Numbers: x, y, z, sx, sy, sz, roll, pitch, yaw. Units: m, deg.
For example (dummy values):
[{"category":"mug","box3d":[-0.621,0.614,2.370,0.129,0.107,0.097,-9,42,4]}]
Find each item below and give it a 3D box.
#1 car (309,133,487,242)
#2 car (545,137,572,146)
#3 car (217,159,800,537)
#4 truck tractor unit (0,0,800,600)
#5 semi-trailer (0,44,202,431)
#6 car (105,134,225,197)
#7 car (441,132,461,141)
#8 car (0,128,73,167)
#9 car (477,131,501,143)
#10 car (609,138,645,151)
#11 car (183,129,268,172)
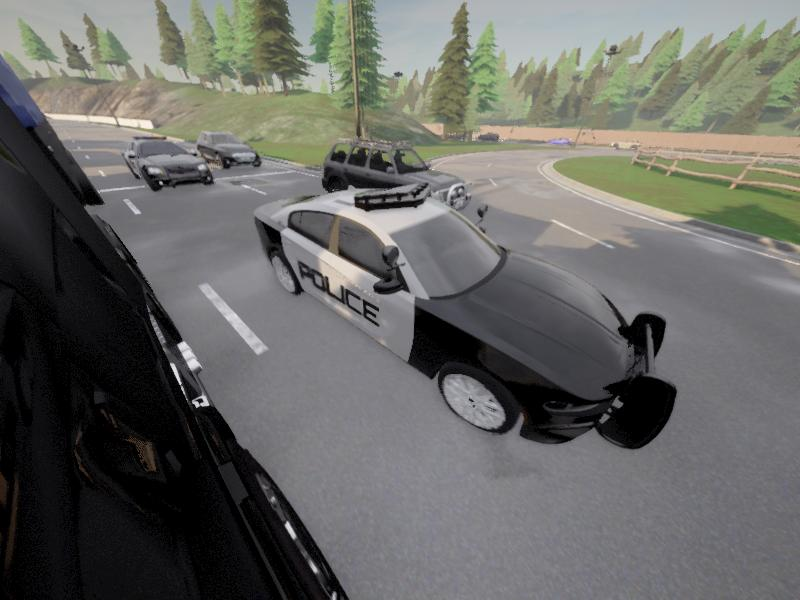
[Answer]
[{"category":"car","box3d":[-0.282,-3.549,6.761,4.605,1.855,1.932,28,44,28]},{"category":"car","box3d":[35.027,-35.073,51.089,4.514,1.525,2.007,28,44,30]},{"category":"car","box3d":[0.058,-0.538,2.987,5.238,1.638,1.930,28,44,30]},{"category":"truck tractor unit","box3d":[-2.645,-0.295,0.351,6.516,4.208,3.053,28,44,30]},{"category":"semi-trailer","box3d":[-8.699,-3.597,4.237,14.254,4.402,2.717,28,44,30]},{"category":"car","box3d":[-9.366,-5.522,9.169,4.974,1.542,2.038,28,44,30]},{"category":"car","box3d":[12.145,-38.952,55.003,4.181,1.385,1.994,28,44,30]},{"category":"car","box3d":[-19.468,-8.161,12.232,4.181,1.385,1.994,29,44,31]},{"category":"car","box3d":[20.394,-37.522,53.156,4.605,1.855,1.932,28,44,29]},{"category":"car","box3d":[44.130,-30.418,45.070,4.605,1.855,1.932,28,44,30]},{"category":"car","box3d":[-9.954,-8.626,13.181,4.856,1.649,2.033,28,44,30]}]
